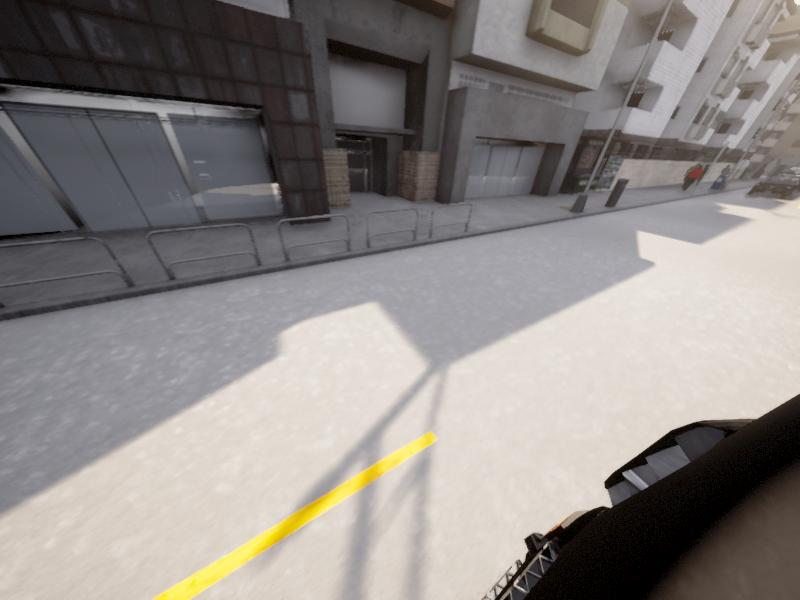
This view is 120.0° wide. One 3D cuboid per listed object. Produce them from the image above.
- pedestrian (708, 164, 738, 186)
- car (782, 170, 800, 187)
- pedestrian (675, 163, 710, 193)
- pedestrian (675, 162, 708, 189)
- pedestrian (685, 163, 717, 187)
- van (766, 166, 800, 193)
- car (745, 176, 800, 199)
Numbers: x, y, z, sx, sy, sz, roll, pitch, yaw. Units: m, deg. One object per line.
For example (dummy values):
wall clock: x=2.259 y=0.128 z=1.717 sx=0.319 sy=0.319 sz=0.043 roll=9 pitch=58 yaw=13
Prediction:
pedestrian: x=32.258 y=-12.522 z=23.088 sx=0.751 sy=1.860 sz=0.751 roll=-9 pitch=36 yaw=-17
car: x=49.693 y=-14.835 z=28.256 sx=4.611 sy=1.667 sz=2.242 roll=-16 pitch=38 yaw=-26
pedestrian: x=21.485 y=-8.973 z=16.987 sx=0.751 sy=1.860 sz=0.751 roll=-19 pitch=40 yaw=-29
pedestrian: x=24.243 y=-10.347 z=19.242 sx=0.751 sy=1.860 sz=0.751 roll=-12 pitch=37 yaw=-22
pedestrian: x=27.121 y=-11.264 z=20.826 sx=0.751 sy=1.860 sz=0.751 roll=-9 pitch=36 yaw=-17
van: x=39.606 y=-12.111 z=23.101 sx=4.480 sy=2.038 sz=2.069 roll=-16 pitch=38 yaw=-26
car: x=30.644 y=-9.239 z=18.814 sx=4.718 sy=1.301 sz=1.895 roll=-16 pitch=38 yaw=-26
